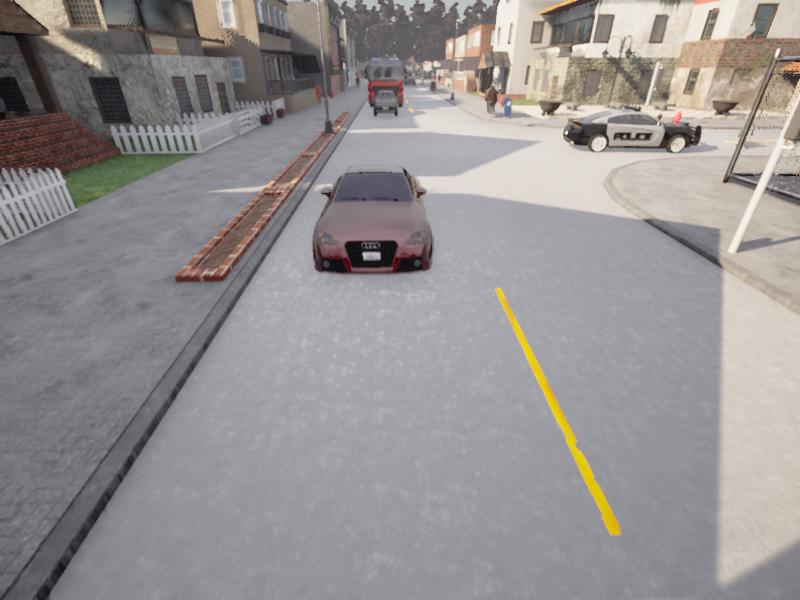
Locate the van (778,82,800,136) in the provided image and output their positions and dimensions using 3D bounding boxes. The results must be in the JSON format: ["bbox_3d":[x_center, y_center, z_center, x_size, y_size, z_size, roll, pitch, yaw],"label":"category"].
[{"bbox_3d":[23.180,-9.593,19.928,5.915,2.561,1.988,0,30,-1],"label":"van"}]

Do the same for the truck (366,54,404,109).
[{"bbox_3d":[-1.227,-19.270,35.177,2.891,3.827,8.468,-1,30,-1],"label":"truck"}]

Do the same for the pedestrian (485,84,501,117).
[{"bbox_3d":[6.115,-13.104,26.312,0.751,1.860,0.751,4,31,7],"label":"pedestrian"}]

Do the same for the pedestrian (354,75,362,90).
[{"bbox_3d":[-5.822,-30.032,55.269,0.751,1.860,0.751,6,31,10],"label":"pedestrian"}]

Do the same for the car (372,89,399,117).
[{"bbox_3d":[-1.024,-14.115,28.607,1.789,1.549,3.705,-1,30,-1],"label":"car"}]

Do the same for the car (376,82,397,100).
[{"bbox_3d":[-1.434,-22.905,43.715,2.163,1.488,4.792,-1,30,-1],"label":"car"}]

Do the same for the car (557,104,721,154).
[{"bbox_3d":[9.554,-7.075,16.493,5.238,1.638,1.930,2,30,3],"label":"car"}]

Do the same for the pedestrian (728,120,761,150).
[{"bbox_3d":[14.361,-6.902,16.691,0.500,1.100,0.500,0,30,0],"label":"pedestrian"}]

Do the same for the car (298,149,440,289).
[{"bbox_3d":[-0.481,-1.832,7.782,1.994,1.385,4.181,-1,30,-1],"label":"car"}]

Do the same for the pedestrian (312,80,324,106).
[{"bbox_3d":[-6.894,-17.421,33.697,0.751,1.860,0.751,-1,30,-3],"label":"pedestrian"}]

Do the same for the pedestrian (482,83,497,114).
[{"bbox_3d":[6.282,-14.147,28.096,0.751,1.860,0.751,3,30,6],"label":"pedestrian"}]
